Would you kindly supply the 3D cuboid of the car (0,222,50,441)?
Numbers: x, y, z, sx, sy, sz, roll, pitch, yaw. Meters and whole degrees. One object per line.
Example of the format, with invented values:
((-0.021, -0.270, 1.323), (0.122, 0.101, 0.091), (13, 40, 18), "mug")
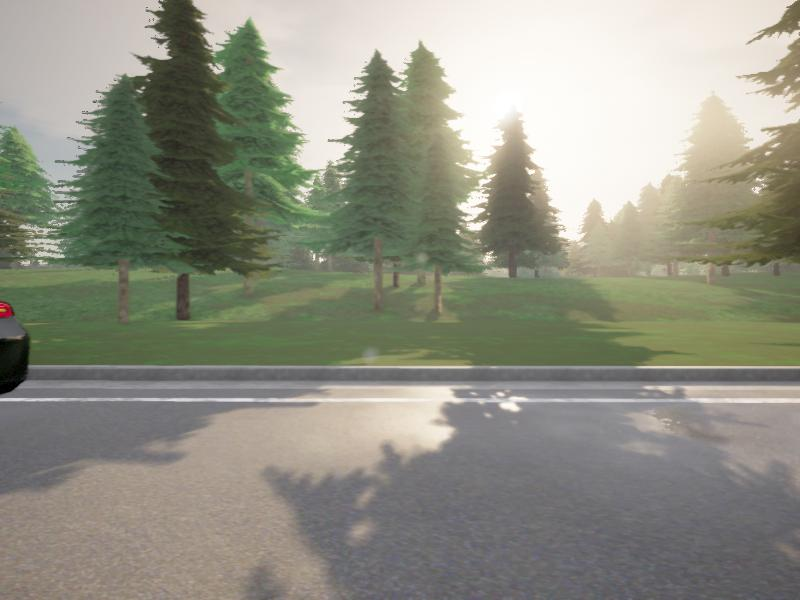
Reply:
((-5.309, 0.220, 2.203), (4.974, 1.542, 2.038), (0, 0, 0), "car")
